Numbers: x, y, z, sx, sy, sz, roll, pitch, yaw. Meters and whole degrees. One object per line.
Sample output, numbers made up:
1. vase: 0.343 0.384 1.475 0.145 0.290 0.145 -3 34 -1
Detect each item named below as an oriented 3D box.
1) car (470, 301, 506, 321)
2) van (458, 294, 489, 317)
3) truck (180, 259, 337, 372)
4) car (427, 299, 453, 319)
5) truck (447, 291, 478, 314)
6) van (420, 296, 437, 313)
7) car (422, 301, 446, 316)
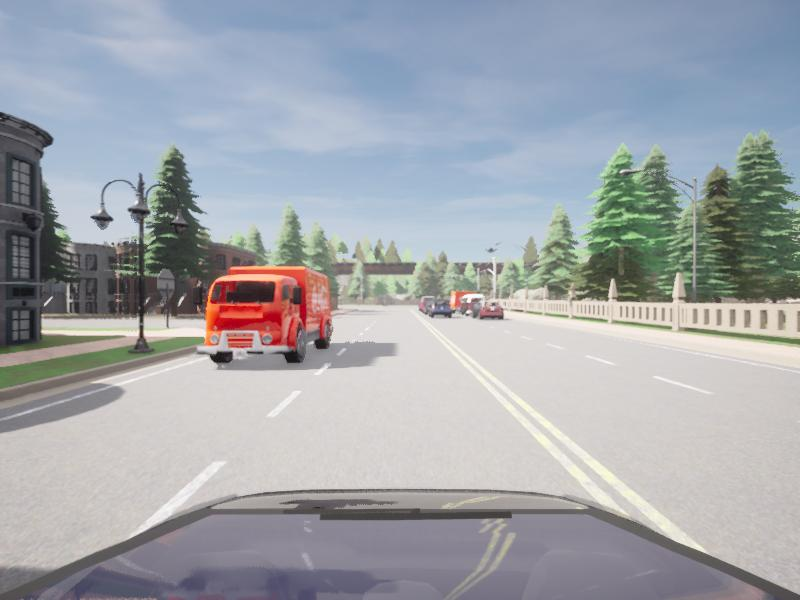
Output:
1. car: 6.961 0.806 31.986 1.970 1.475 3.806 0 0 0
2. van: 6.953 0.515 38.234 2.069 2.038 4.480 0 0 0
3. truck: -3.516 0.342 11.375 2.627 2.467 5.204 0 0 0
4. car: 3.458 0.737 34.992 1.851 1.617 3.988 0 0 0
5. truck: 6.947 0.291 45.174 2.627 2.467 5.204 0 0 0
6. van: 3.439 0.528 48.854 1.775 1.987 4.442 0 0 0
7. car: 3.450 0.834 41.751 2.033 1.411 5.357 0 0 0
